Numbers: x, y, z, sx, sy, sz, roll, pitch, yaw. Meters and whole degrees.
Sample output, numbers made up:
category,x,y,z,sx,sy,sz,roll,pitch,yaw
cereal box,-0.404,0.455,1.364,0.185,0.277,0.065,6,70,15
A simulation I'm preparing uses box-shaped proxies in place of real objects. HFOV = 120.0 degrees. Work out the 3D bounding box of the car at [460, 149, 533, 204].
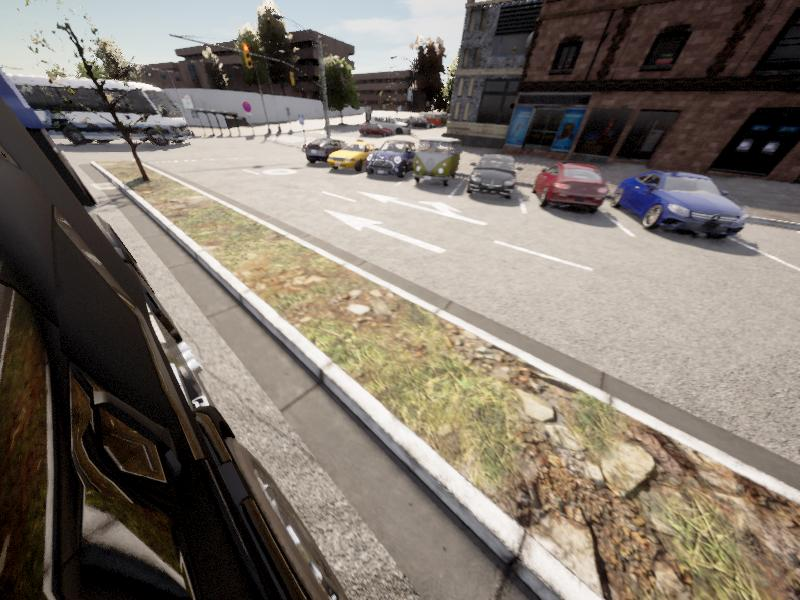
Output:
category,x,y,z,sx,sy,sz,roll,pitch,yaw
car,4.388,-5.926,10.723,2.231,1.521,4.892,14,37,14

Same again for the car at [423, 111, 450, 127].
category,x,y,z,sx,sy,sz,roll,pitch,yaw
car,6.756,-33.238,42.438,4.442,1.987,1.878,11,43,9

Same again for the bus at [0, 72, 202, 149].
category,x,y,z,sx,sy,sz,roll,pitch,yaw
bus,-24.125,-15.415,19.128,10.273,4.253,3.944,-6,41,-10

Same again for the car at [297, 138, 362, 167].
category,x,y,z,sx,sy,sz,roll,pitch,yaw
car,-4.820,-10.807,16.754,2.163,1.488,4.792,13,37,13

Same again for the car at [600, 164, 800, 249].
category,x,y,z,sx,sy,sz,roll,pitch,yaw
car,8.990,-3.421,7.713,2.002,1.452,4.674,15,37,15

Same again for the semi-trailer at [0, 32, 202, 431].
category,x,y,z,sx,sy,sz,roll,pitch,yaw
semi-trailer,-8.762,-3.548,4.181,14.254,4.402,2.717,27,43,29

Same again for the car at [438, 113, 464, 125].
category,x,y,z,sx,sy,sz,roll,pitch,yaw
car,10.240,-36.339,46.367,4.674,1.452,2.002,11,43,9

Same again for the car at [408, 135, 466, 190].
category,x,y,z,sx,sy,sz,roll,pitch,yaw
car,2.038,-7.268,11.993,1.878,1.987,4.442,14,37,14

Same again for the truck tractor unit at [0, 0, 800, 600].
category,x,y,z,sx,sy,sz,roll,pitch,yaw
truck tractor unit,-2.645,-0.295,0.351,6.516,4.208,3.053,28,44,30

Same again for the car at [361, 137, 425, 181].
category,x,y,z,sx,sy,sz,roll,pitch,yaw
car,-0.251,-8.483,13.651,2.185,1.767,4.553,14,37,13

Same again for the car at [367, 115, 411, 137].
category,x,y,z,sx,sy,sz,roll,pitch,yaw
car,-1.530,-24.942,32.988,5.566,2.045,2.435,11,43,9

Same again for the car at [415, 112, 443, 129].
category,x,y,z,sx,sy,sz,roll,pitch,yaw
car,5.069,-31.575,40.551,4.442,1.987,1.878,11,43,9

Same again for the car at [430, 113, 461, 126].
category,x,y,z,sx,sy,sz,roll,pitch,yaw
car,8.732,-34.680,44.426,5.366,1.575,1.946,11,43,9

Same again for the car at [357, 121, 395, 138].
category,x,y,z,sx,sy,sz,roll,pitch,yaw
car,-3.243,-23.069,31.301,4.674,1.452,2.002,11,43,9

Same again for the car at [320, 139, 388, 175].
category,x,y,z,sx,sy,sz,roll,pitch,yaw
car,-2.671,-9.475,15.029,1.946,1.575,5.366,14,37,13

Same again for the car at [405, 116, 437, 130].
category,x,y,z,sx,sy,sz,roll,pitch,yaw
car,3.486,-29.735,38.809,4.892,1.521,2.231,11,43,9

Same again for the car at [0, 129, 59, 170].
category,x,y,z,sx,sy,sz,roll,pitch,yaw
car,-19.471,-7.598,11.511,4.181,1.385,1.994,24,42,27

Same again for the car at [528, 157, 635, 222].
category,x,y,z,sx,sy,sz,roll,pitch,yaw
car,6.685,-4.659,9.230,2.002,1.452,4.674,14,37,15
